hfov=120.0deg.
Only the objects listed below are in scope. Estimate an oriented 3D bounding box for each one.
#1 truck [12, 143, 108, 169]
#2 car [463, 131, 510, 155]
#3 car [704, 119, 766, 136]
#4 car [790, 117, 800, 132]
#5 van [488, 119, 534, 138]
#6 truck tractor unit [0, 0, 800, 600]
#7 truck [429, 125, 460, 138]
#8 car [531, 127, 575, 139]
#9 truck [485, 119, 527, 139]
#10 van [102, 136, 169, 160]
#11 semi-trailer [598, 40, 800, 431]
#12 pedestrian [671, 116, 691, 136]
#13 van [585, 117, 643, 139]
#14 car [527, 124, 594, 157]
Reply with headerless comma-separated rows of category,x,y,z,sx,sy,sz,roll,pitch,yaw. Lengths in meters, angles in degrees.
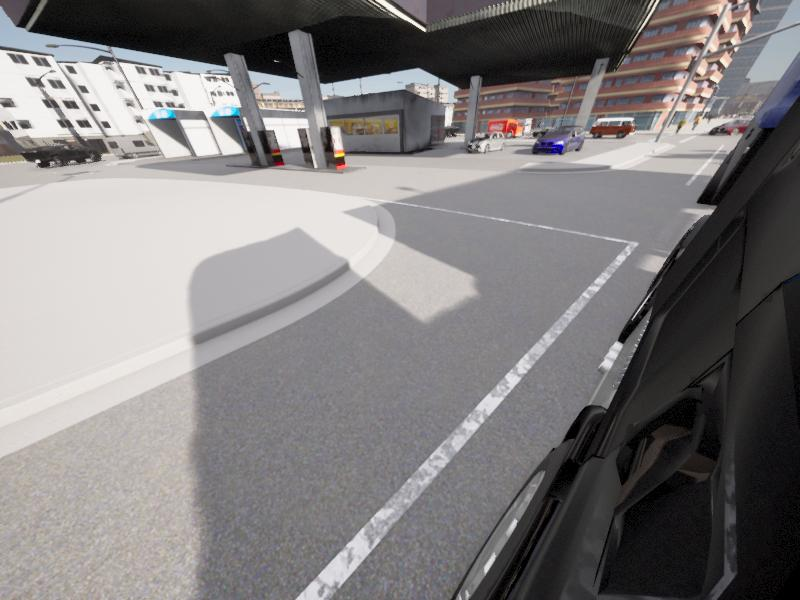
truck,-39.330,-17.045,27.152,2.390,2.098,6.274,-5,37,-3
car,7.717,-14.038,20.567,3.806,1.475,1.970,-28,44,-30
car,37.602,-19.397,25.992,4.181,1.385,1.994,-9,37,-9
car,47.316,-20.362,26.433,5.238,1.638,1.930,-29,44,-31
van,18.881,-29.343,39.579,2.351,2.431,6.366,-29,44,-30
truck tractor unit,2.645,-0.295,0.351,6.516,4.208,3.053,-28,44,-30
truck,9.240,-35.578,48.789,2.390,2.098,6.274,-29,44,-30
car,21.721,-23.828,32.980,1.895,1.301,4.718,-29,44,-31
truck,16.913,-27.457,37.152,2.627,2.467,5.204,-29,44,-30
van,-38.440,-22.422,33.907,1.988,2.561,5.915,5,37,10
semi-trailer,8.690,-3.615,4.229,14.254,4.402,2.717,-28,44,-30
pedestrian,34.279,-21.269,28.253,0.751,1.860,0.751,23,44,30
van,26.211,-21.111,28.447,2.069,2.038,4.480,-29,44,-31
car,11.988,-11.954,17.245,4.611,1.667,2.242,-28,44,-30
